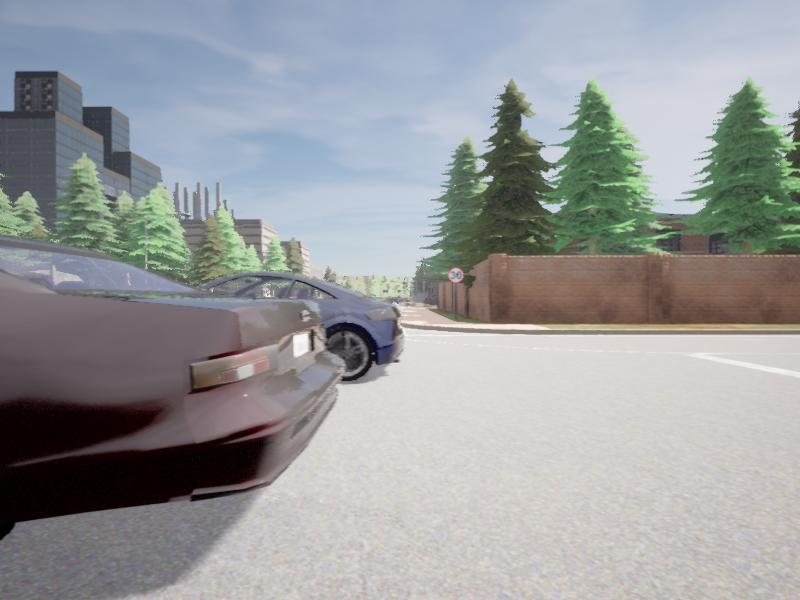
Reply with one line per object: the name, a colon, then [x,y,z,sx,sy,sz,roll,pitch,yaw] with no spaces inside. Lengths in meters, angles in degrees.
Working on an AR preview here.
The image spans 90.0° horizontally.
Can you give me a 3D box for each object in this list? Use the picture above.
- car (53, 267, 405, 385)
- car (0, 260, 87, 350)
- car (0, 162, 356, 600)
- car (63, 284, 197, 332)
car: [-2.028,0.310,5.723,4.181,1.385,1.994,0,0,1]
car: [-8.961,0.105,8.136,2.097,1.767,4.553,0,0,-9]
car: [-3.051,0.299,2.240,5.357,1.411,2.033,0,0,1]
car: [-9.712,0.240,14.934,2.007,1.525,4.514,0,0,-1]
